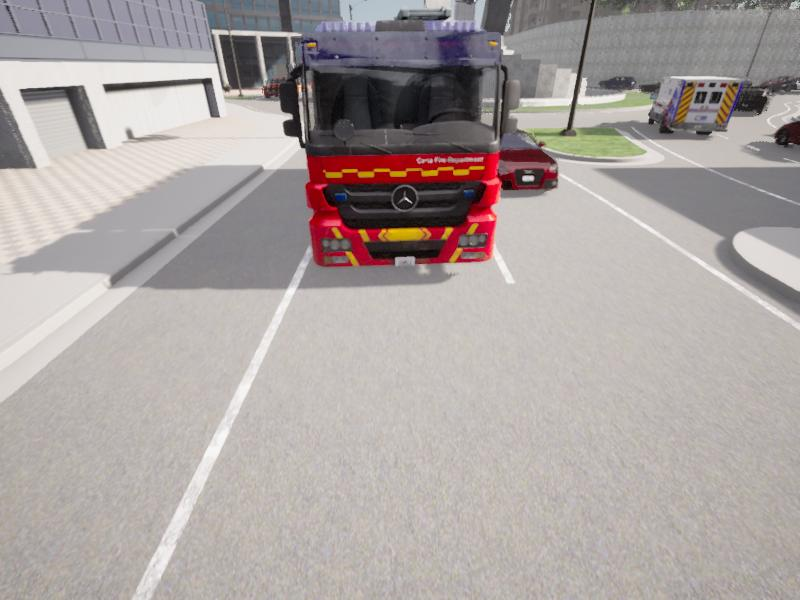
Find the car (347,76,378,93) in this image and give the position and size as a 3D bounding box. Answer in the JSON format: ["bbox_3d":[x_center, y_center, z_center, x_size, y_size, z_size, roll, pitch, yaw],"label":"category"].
[{"bbox_3d":[-5.081,-29.337,54.384,1.905,1.878,3.866,24,38,36],"label":"car"}]

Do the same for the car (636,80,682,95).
[{"bbox_3d":[29.512,-24.292,45.767,1.895,1.301,4.718,-3,30,-5],"label":"car"}]

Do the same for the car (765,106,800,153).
[{"bbox_3d":[16.391,-6.331,15.109,1.816,1.474,4.193,5,31,9],"label":"car"}]

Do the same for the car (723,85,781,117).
[{"bbox_3d":[24.368,-13.836,27.638,1.930,1.638,5.238,26,39,37],"label":"car"}]

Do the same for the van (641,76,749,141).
[{"bbox_3d":[14.555,-9.951,20.384,2.351,2.431,6.366,9,32,15],"label":"van"}]

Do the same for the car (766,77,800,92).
[{"bbox_3d":[46.909,-25.442,47.208,4.974,1.542,2.038,0,30,2],"label":"car"}]

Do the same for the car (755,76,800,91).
[{"bbox_3d":[47.489,-27.208,50.217,3.633,1.501,1.845,0,30,2],"label":"car"}]

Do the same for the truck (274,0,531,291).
[{"bbox_3d":[-0.186,-3.973,9.030,2.891,3.827,8.468,-2,30,-3],"label":"truck"}]

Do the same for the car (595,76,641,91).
[{"bbox_3d":[29.311,-29.272,53.954,2.033,1.649,4.856,-17,34,-25],"label":"car"}]

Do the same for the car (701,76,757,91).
[{"bbox_3d":[41.407,-27.281,50.444,4.974,1.542,2.038,1,30,2],"label":"car"}]

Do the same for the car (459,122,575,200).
[{"bbox_3d":[3.186,-4.289,11.946,1.994,1.385,4.181,-2,30,-3],"label":"car"}]

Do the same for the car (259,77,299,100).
[{"bbox_3d":[-13.386,-23.712,44.758,2.150,2.045,5.566,3,30,7],"label":"car"}]

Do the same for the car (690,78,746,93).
[{"bbox_3d":[37.871,-25.641,47.787,4.674,1.442,1.812,3,31,6],"label":"car"}]
